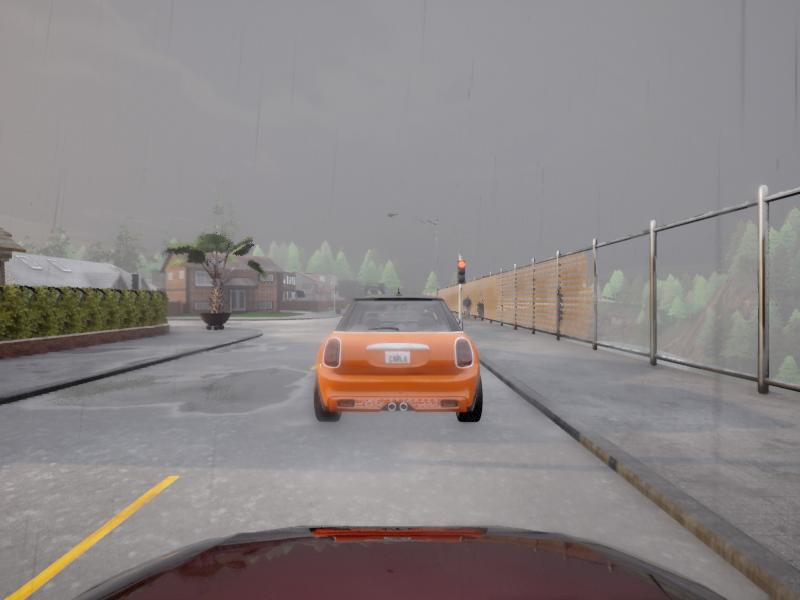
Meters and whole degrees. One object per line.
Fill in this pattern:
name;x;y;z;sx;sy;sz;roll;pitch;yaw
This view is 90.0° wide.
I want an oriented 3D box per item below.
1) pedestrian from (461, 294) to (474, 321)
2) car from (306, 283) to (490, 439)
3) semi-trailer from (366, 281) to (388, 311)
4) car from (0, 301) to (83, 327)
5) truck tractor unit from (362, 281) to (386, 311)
pedestrian;4.711;0.533;27.986;0.751;1.860;0.751;0;0;1
car;-0.001;0.694;6.836;2.097;1.767;4.553;0;0;1
semi-trailer;-3.692;-0.618;66.822;2.717;4.402;14.254;0;0;0
car;-22.916;0.823;24.854;5.008;1.535;1.882;0;0;1
truck tractor unit;-3.714;-0.523;58.908;3.053;4.208;6.516;0;0;0
